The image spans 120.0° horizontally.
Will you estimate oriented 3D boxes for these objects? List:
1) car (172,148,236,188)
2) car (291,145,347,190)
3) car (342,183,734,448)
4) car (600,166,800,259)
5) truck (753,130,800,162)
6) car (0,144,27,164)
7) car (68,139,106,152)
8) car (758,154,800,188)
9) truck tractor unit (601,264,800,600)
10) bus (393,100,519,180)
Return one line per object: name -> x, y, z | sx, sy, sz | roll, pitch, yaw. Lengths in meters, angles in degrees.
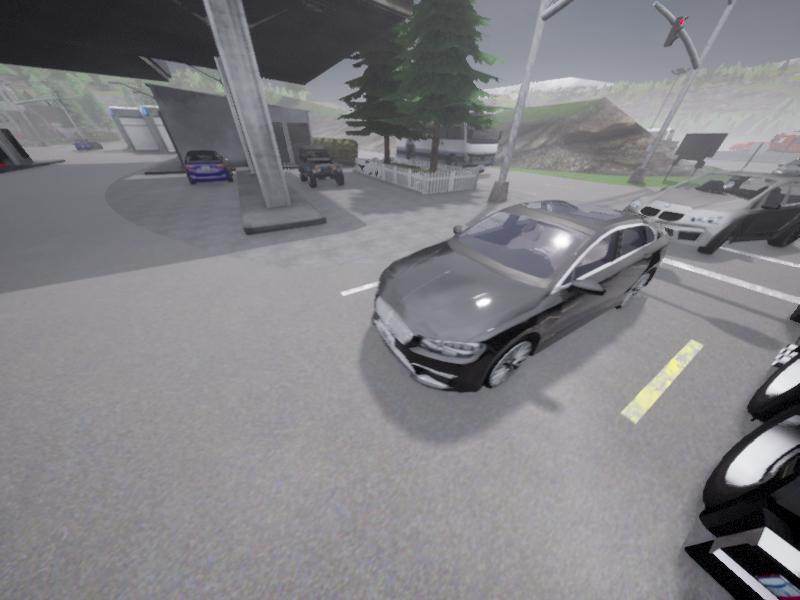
car -> -11.884, -8.372, 14.392 | 2.242, 1.667, 4.611 | -18, 40, -25
car -> -4.805, -7.920, 13.627 | 1.905, 1.878, 3.866 | -18, 40, -25
car -> 1.973, -0.531, 3.378 | 4.902, 1.511, 2.128 | -18, 40, -24
car -> 8.697, -2.522, 6.275 | 4.611, 1.667, 2.242 | -7, 36, -13
truck -> 60.543, -22.524, 33.934 | 2.891, 3.827, 8.468 | -18, 40, -24
car -> -35.832, -12.643, 19.997 | 1.994, 1.385, 4.181 | -18, 40, -24
car -> -45.777, -22.785, 33.931 | 1.816, 1.474, 4.193 | -18, 40, -24
car -> 26.007, -8.374, 14.915 | 4.974, 1.542, 2.038 | -18, 40, -24
truck tractor unit -> 5.119, -0.292, 0.772 | 6.516, 4.208, 3.053 | -18, 40, -24
bus -> 3.587, -13.332, 19.365 | 3.944, 4.253, 10.273 | -18, 40, -24
